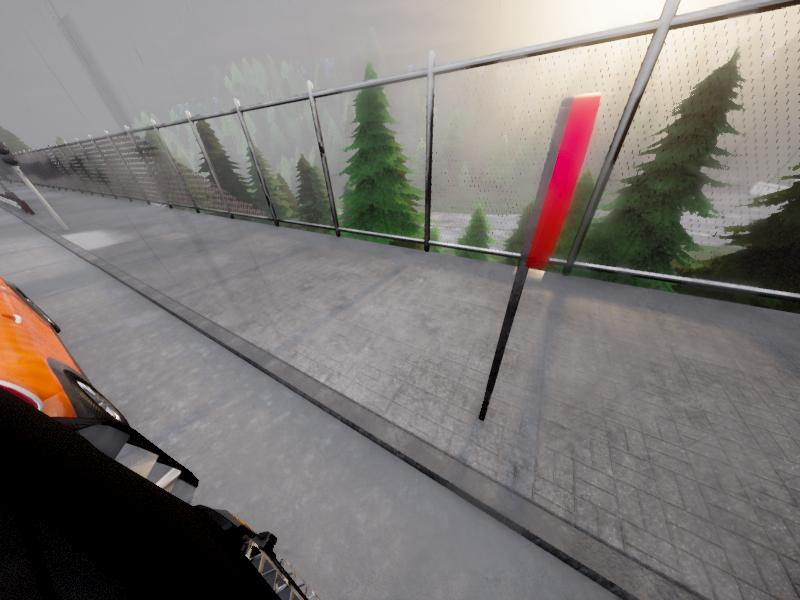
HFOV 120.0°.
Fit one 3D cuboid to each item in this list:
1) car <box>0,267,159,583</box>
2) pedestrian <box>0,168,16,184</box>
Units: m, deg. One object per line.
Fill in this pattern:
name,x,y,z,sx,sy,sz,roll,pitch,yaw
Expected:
car,-4.632,0.597,1.776,4.553,1.767,2.097,16,38,26
pedestrian,-54.993,-17.193,32.129,0.751,1.860,0.751,16,38,26
